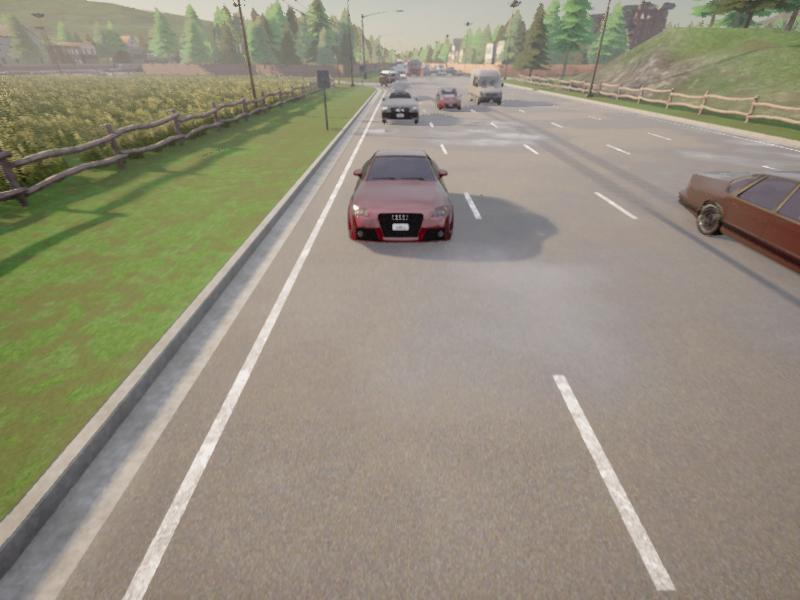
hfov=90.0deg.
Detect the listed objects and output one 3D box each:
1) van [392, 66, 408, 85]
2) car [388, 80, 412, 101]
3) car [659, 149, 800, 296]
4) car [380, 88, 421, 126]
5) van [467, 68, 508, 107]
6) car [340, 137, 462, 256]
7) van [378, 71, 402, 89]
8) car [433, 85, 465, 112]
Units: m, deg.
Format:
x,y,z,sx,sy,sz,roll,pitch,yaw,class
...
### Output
x,y,z,sx,sy,sz,roll,pitch,yaw,class
0.002,-36.427,64.849,2.351,2.431,6.366,0,31,0,van
0.006,-19.743,37.674,2.163,1.488,4.792,0,31,0,car
7.009,-1.242,6.606,2.033,1.411,5.357,0,31,0,car
0.010,-11.544,23.727,2.152,1.651,5.027,0,31,0,car
7.119,-17.766,33.318,1.988,2.561,5.915,0,31,0,van
0.012,-2.459,8.674,1.994,1.385,4.181,0,31,0,car
-1.426,-30.074,54.531,2.069,2.038,4.480,-8,31,-16,van
3.507,-14.689,29.117,1.845,1.501,3.633,0,31,0,car
